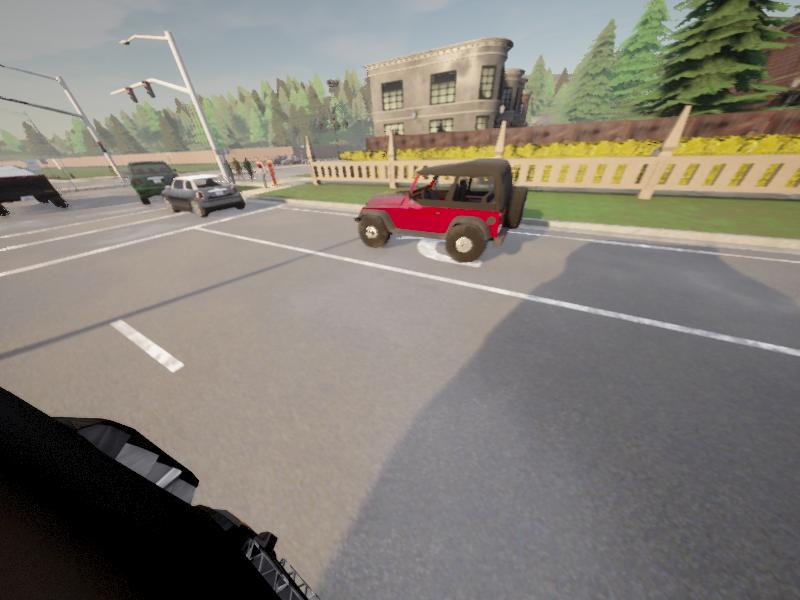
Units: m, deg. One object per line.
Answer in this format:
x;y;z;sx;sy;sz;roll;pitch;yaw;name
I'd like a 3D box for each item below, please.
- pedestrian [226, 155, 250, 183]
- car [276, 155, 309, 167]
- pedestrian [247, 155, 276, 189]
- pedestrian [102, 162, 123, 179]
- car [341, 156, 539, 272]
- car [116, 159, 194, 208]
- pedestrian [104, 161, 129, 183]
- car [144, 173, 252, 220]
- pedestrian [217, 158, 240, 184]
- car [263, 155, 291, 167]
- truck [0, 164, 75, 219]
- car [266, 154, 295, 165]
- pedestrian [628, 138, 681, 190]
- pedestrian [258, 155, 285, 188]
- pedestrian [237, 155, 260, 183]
-13.244;-10.709;18.900;0.751;1.860;0.751;18;39;28;pedestrian
-19.243;-25.071;41.626;2.163;1.488;4.792;15;38;25;car
-8.916;-8.233;14.927;0.751;1.860;0.751;7;35;14;pedestrian
-36.742;-16.523;29.548;0.751;1.860;0.751;12;36;20;pedestrian
0.866;-2.272;5.587;3.866;1.878;1.905;15;37;25;car
-14.667;-7.179;13.876;2.150;2.045;5.566;-30;42;-35;car
-28.291;-12.758;23.037;0.751;1.860;0.751;21;40;32;pedestrian
-9.069;-4.806;10.445;3.806;1.475;1.970;16;38;25;car
-14.844;-11.199;20.064;0.751;1.860;0.751;18;39;28;pedestrian
-22.636;-25.629;42.579;1.851;1.617;3.988;15;38;25;car
-21.417;-6.117;12.684;6.274;2.098;2.390;15;37;24;truck
-23.969;-28.336;46.573;2.097;1.767;4.553;15;38;25;car
10.899;-5.830;9.980;0.751;1.860;0.751;15;37;24;pedestrian
-8.611;-8.637;15.514;0.751;1.860;0.751;9;35;16;pedestrian
-12.027;-10.424;18.380;0.751;1.860;0.751;17;38;27;pedestrian
